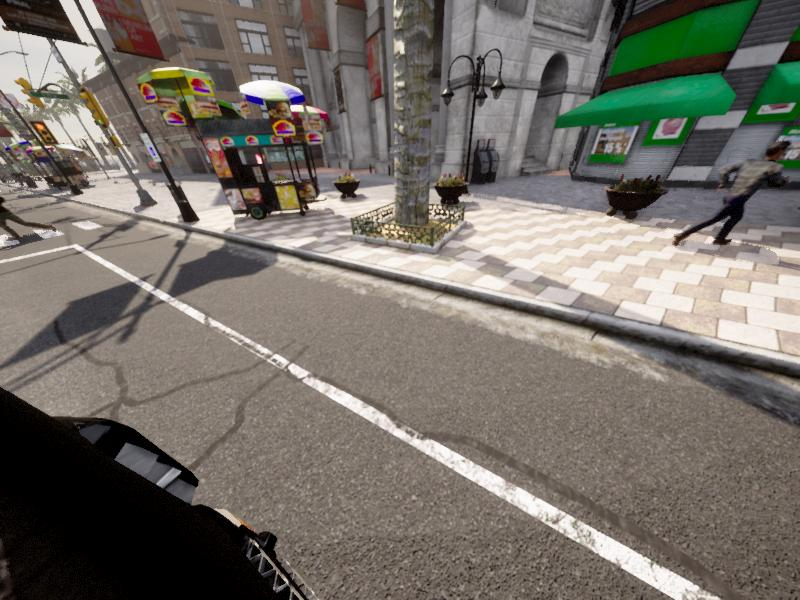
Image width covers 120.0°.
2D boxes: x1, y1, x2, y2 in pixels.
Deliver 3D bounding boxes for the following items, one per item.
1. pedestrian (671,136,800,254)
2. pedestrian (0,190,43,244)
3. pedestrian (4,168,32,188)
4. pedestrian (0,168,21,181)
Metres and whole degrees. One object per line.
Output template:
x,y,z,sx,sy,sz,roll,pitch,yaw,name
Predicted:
6.321,-1.900,4.307,0.751,1.860,0.751,8,35,16,pedestrian
-13.321,-2.928,7.649,0.751,1.860,0.751,17,38,27,pedestrian
-42.162,-13.519,25.529,0.751,1.860,0.751,21,40,31,pedestrian
-64.061,-20.668,37.972,0.751,1.860,0.751,9,35,17,pedestrian
